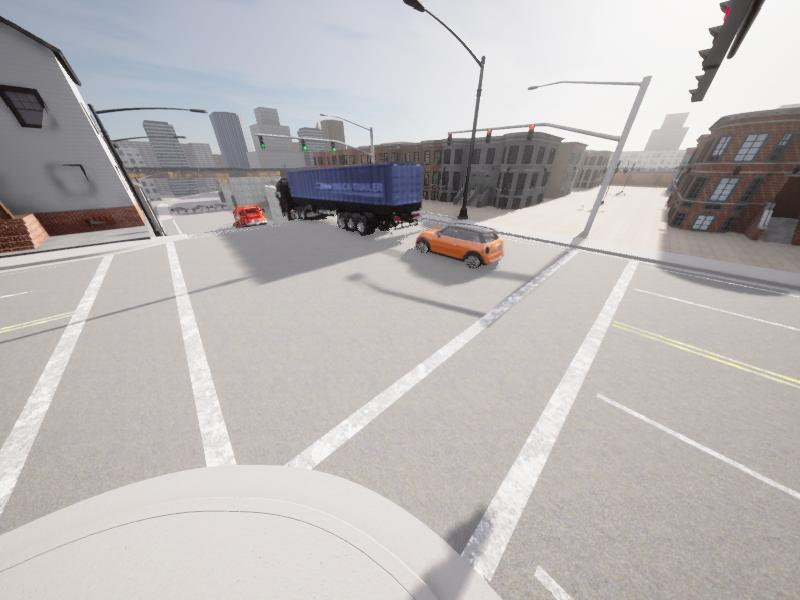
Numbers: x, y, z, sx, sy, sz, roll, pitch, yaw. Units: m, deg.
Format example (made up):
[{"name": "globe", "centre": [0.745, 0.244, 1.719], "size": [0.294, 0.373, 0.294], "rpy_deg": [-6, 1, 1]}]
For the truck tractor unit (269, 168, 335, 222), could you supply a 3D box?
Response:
[{"name": "truck tractor unit", "centre": [-9.984, -10.349, 23.337], "size": [3.053, 4.208, 6.516], "rpy_deg": [-26, 30, -37]}]

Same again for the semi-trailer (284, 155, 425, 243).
[{"name": "semi-trailer", "centre": [-4.424, -8.074, 18.009], "size": [2.717, 4.402, 14.254], "rpy_deg": [-26, 36, -37]}]

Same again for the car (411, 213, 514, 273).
[{"name": "car", "centre": [2.985, -3.156, 11.983], "size": [2.097, 1.767, 4.553], "rpy_deg": [-26, 39, -37]}]

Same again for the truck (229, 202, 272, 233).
[{"name": "truck", "centre": [-17.447, -9.513, 26.844], "size": [2.627, 2.467, 5.204], "rpy_deg": [-27, 26, -37]}]
